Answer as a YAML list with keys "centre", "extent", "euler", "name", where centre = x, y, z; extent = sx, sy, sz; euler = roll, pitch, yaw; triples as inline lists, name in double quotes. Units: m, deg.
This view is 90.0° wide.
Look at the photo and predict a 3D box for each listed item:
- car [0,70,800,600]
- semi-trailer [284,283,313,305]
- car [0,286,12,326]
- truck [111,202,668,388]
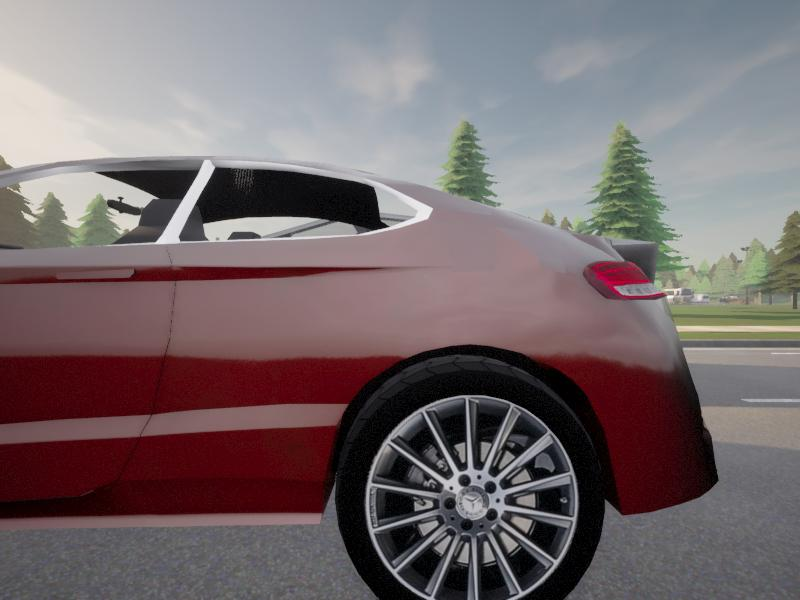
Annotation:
- centre: [-1.307, 0.179, 2.200]
  extent: [5.027, 1.651, 2.152]
  euler: [0, 0, 0]
  name: "car"
- centre: [-22.522, -1.237, 89.435]
  extent: [2.717, 4.402, 14.254]
  euler: [0, 0, 1]
  name: "semi-trailer"
- centre: [-16.398, 0.222, 13.372]
  extent: [2.128, 1.511, 4.902]
  euler: [0, 0, 0]
  name: "car"
- centre: [-0.117, -0.058, 5.701]
  extent: [6.274, 2.098, 2.390]
  euler: [0, 0, 0]
  name: "truck"
